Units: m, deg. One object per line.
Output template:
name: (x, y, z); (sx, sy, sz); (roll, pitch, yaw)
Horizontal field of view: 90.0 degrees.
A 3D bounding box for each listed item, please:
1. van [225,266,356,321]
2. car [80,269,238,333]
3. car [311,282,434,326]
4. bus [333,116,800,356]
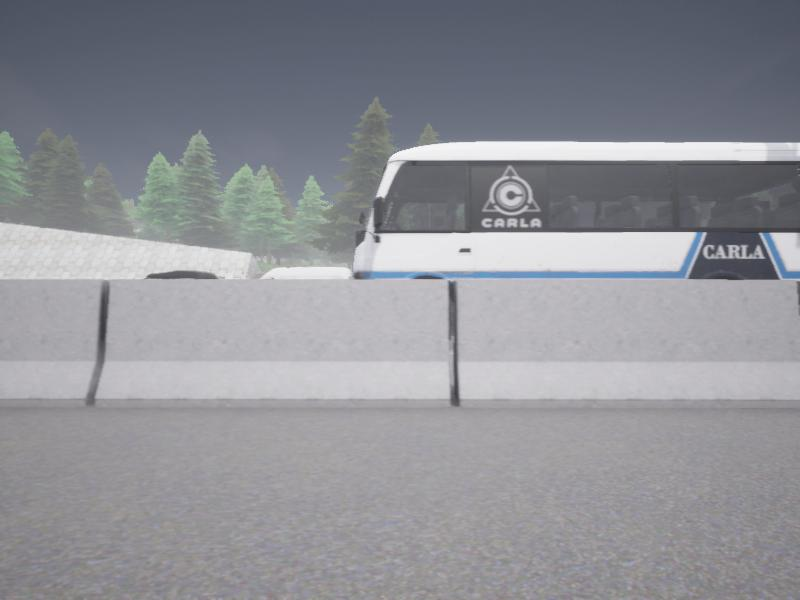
van: (-5.217, -0.284, 19.699); (5.915, 2.561, 1.988); (0, 0, 0)
car: (-7.468, 0.038, 12.697); (3.866, 1.878, 1.905); (0, 0, 0)
car: (-1.037, 0.154, 16.196); (4.611, 1.667, 2.242); (0, 0, 0)
bus: (3.955, -1.132, 9.079); (10.273, 4.253, 3.944); (0, 0, 0)
